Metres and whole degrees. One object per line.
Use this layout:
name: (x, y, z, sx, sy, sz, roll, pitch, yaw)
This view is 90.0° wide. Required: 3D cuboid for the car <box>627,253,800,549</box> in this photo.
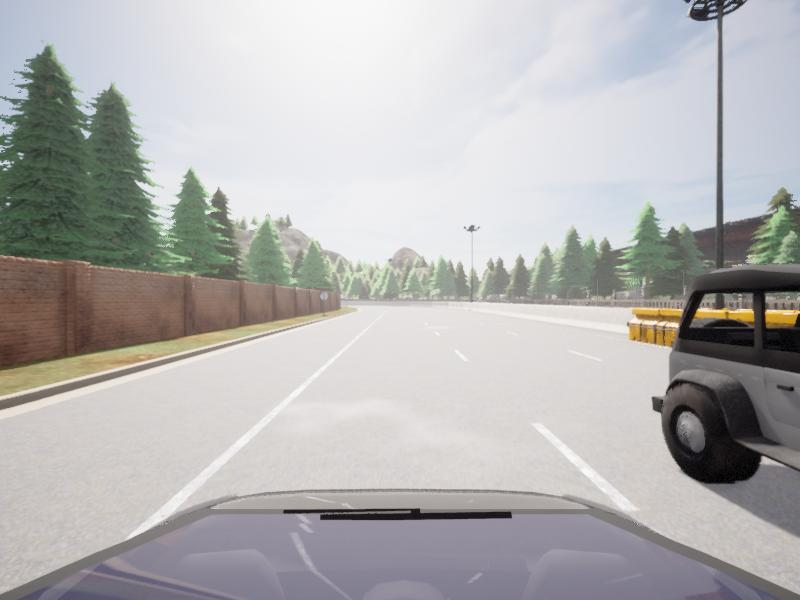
car: (3.491, 0.643, 2.528, 1.905, 1.878, 3.866, 0, 0, 0)
